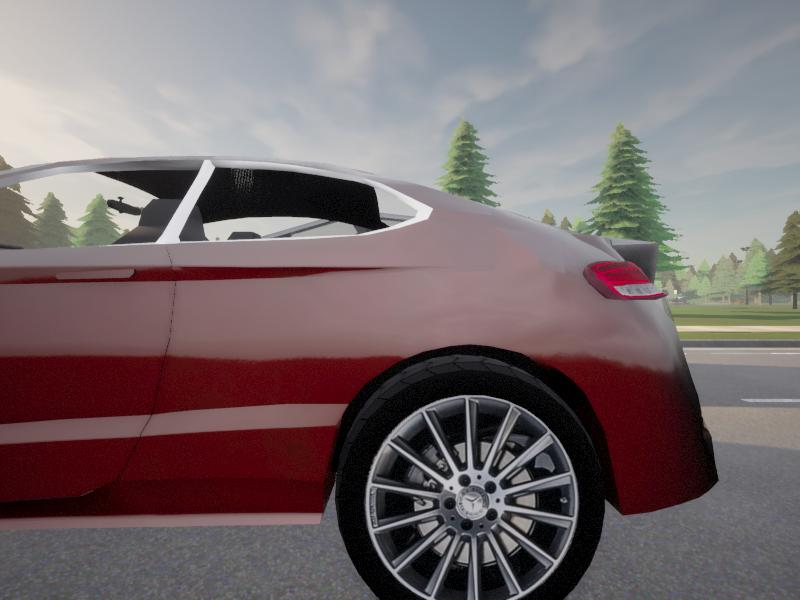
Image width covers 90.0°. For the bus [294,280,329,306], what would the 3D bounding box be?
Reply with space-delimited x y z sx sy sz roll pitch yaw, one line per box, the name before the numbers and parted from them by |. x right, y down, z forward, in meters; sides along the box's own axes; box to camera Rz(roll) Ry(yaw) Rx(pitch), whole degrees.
bus | -15.621 -1.147 71.652 3.944 4.253 10.273 0 0 1

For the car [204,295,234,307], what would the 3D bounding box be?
car | -26.407 0.152 58.591 2.033 1.649 4.856 0 1 1

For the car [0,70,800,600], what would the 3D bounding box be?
car | -1.307 0.179 2.200 5.027 1.651 2.152 0 0 0

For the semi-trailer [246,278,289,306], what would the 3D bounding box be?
semi-trailer | -22.777 -1.239 70.030 2.717 4.402 14.254 0 0 1

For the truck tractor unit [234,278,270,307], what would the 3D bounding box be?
truck tractor unit | -22.856 -1.145 62.113 3.053 4.208 6.516 0 0 1

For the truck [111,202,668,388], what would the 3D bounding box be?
truck | -0.117 -0.058 5.701 6.274 2.098 2.390 0 0 0
